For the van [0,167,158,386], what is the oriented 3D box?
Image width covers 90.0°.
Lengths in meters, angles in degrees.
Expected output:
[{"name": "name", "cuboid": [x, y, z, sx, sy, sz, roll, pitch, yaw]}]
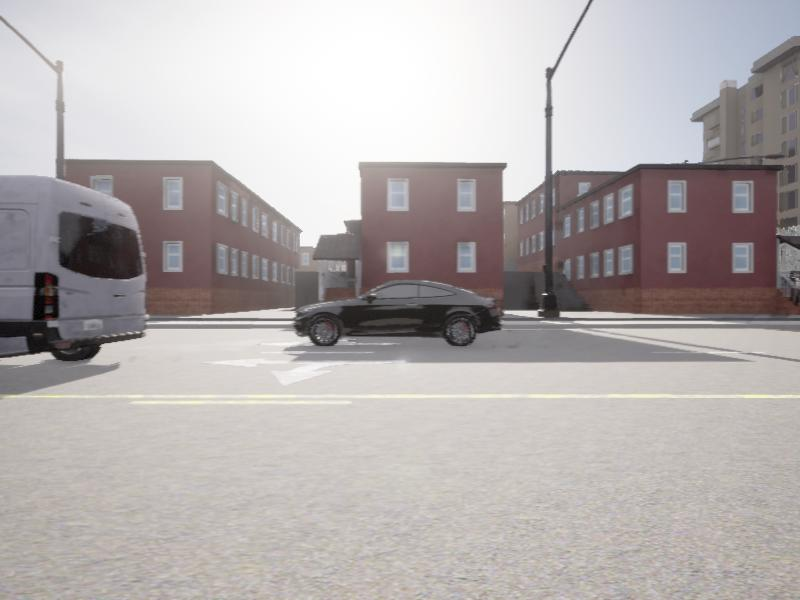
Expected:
[{"name": "van", "cuboid": [-7.007, -0.275, 5.690, 5.915, 2.561, 1.988, 0, 0, 0]}]

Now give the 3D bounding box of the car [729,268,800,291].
[{"name": "car", "cuboid": [33.331, -1.951, 36.635, 2.128, 1.511, 4.902, 0, 11, 0]}]

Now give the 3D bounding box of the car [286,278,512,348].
[{"name": "car", "cuboid": [-0.021, 0.269, 9.198, 4.674, 1.442, 1.812, 0, 0, 0]}]
